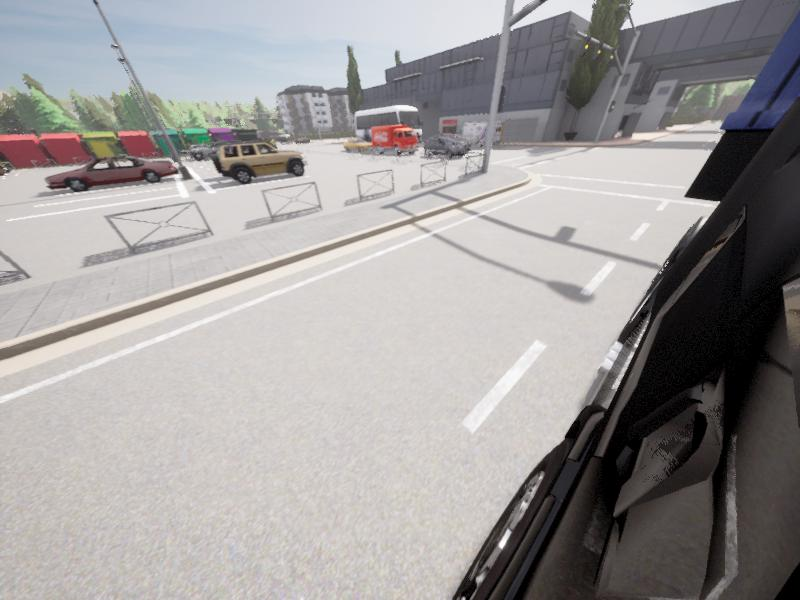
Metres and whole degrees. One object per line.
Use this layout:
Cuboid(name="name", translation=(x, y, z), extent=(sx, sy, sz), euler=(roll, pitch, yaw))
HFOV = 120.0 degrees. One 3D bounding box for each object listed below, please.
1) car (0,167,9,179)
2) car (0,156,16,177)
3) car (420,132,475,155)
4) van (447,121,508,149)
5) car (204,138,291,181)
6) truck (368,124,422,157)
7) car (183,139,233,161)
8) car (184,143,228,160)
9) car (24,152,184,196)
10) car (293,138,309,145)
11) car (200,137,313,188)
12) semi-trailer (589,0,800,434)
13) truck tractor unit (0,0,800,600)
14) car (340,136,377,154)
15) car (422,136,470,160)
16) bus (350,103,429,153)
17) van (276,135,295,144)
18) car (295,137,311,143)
Cuboid(name="car", translation=(-35.509, -10.230, 17.975), extent=(4.605, 1.855, 1.932), euler=(-28, 44, -30))
Cuboid(name="car", translation=(-37.332, -11.340, 19.945), extent=(3.905, 1.438, 1.784), euler=(-28, 44, -30))
Cuboid(name="car", translation=(4.603, -15.712, 23.181), extent=(2.152, 1.651, 5.027), euler=(-29, 44, -30))
Cuboid(name="van", translation=(8.941, -19.607, 27.465), extent=(2.351, 2.431, 6.366), euler=(-28, 43, -29))
Cuboid(name="car", translation=(-9.448, -8.965, 14.550), extent=(3.866, 1.878, 1.905), euler=(-28, 44, -30))
Cuboid(name="truck", translation=(-0.556, -16.346, 23.665), extent=(2.627, 2.467, 5.204), euler=(-28, 43, -29))
Cuboid(name="car", translation=(-22.210, -17.440, 26.813), extent=(3.866, 1.878, 1.905), euler=(-28, 44, -30))
Cuboid(name="car", translation=(-24.071, -18.505, 28.773), extent=(3.806, 1.475, 1.970), euler=(-28, 44, -30))
Cuboid(name="car", translation=(-16.095, -7.305, 13.145), extent=(5.357, 1.415, 2.033), euler=(-28, 44, -30))
Cuboid(name="car", translation=(-24.684, -39.501, 57.435), extent=(1.895, 1.301, 4.718), euler=(-27, 43, -29))
Cuboid(name="car", translation=(-7.611, -7.692, 12.710), extent=(4.605, 1.855, 1.932), euler=(-28, 44, -30))
Cuboid(name="semi-trailer", translation=(9.351, -3.053, 3.455), extent=(14.254, 4.402, 2.717), euler=(-20, 39, -21))
Cuboid(name="truck tractor unit", translation=(2.645, -0.295, 0.351), extent=(6.516, 4.208, 3.053), euler=(-28, 44, -30))
Cuboid(name="car", translation=(-5.232, -19.285, 28.681), extent=(1.801, 1.575, 5.366), euler=(-27, 43, -29))
Cuboid(name="car", translation=(3.793, -12.986, 19.640), extent=(1.845, 1.501, 3.633), euler=(-28, 43, -30))
Cuboid(name="bus", translation=(-1.571, -21.170, 28.737), extent=(3.944, 4.253, 10.273), euler=(-27, 43, -29))
Cuboid(name="van", translation=(-31.476, -43.945, 63.259), extent=(4.480, 2.038, 2.069), euler=(20, 42, 27))
Cuboid(name="car", translation=(-26.901, -44.417, 64.117), extent=(2.033, 1.411, 5.357), euler=(-27, 43, -29))
